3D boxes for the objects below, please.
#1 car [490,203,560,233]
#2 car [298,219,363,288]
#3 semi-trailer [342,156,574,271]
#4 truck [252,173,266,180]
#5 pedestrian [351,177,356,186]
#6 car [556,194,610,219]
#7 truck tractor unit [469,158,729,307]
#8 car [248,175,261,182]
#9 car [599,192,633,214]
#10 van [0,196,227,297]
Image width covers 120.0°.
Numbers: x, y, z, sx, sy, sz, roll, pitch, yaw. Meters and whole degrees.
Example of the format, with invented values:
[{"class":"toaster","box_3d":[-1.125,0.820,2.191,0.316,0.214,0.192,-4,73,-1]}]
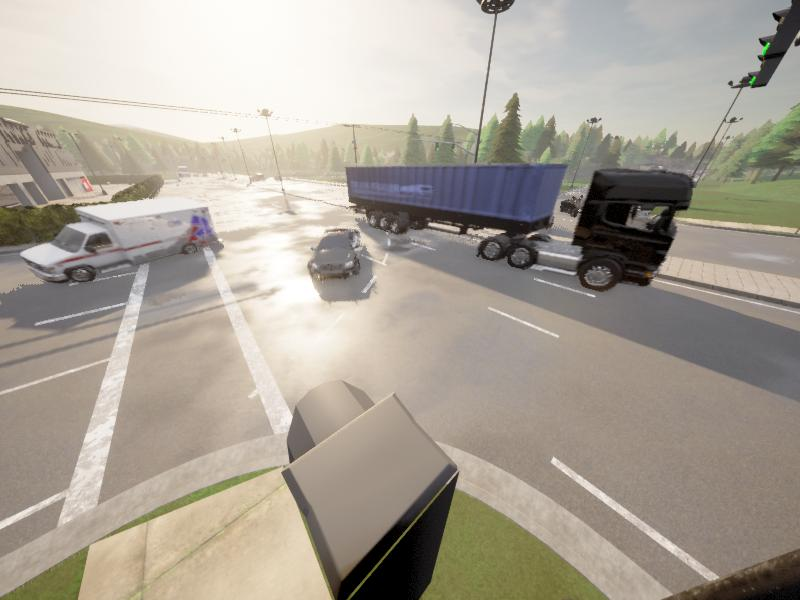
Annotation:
[{"class":"car","box_3d":[9.562,-6.483,17.965,1.994,1.385,4.181,-25,38,-36]},{"class":"car","box_3d":[-2.892,-2.439,10.801,2.038,1.542,4.974,-4,30,-5]},{"class":"semi-trailer","box_3d":[1.513,-6.298,14.599,2.717,4.402,14.254,-25,38,-36]},{"class":"truck","box_3d":[-50.069,-43.795,81.857,2.390,2.098,6.274,-23,37,-35]},{"class":"pedestrian","box_3d":[-10.907,-28.104,54.569,0.751,1.860,0.751,-22,37,-33]},{"class":"car","box_3d":[17.372,-9.164,22.350,2.033,1.649,4.856,5,30,11]},{"class":"truck tractor unit","box_3d":[6.876,-3.304,9.611,3.053,4.208,6.516,-25,38,-36]},{"class":"car","box_3d":[-46.582,-38.900,73.861,2.152,1.651,5.027,-23,37,-34]},{"class":"car","box_3d":[23.070,-10.421,24.617,2.038,1.542,4.974,25,38,35]},{"class":"van","box_3d":[-12.438,-3.008,10.918,2.351,2.431,6.366,18,34,13]}]
